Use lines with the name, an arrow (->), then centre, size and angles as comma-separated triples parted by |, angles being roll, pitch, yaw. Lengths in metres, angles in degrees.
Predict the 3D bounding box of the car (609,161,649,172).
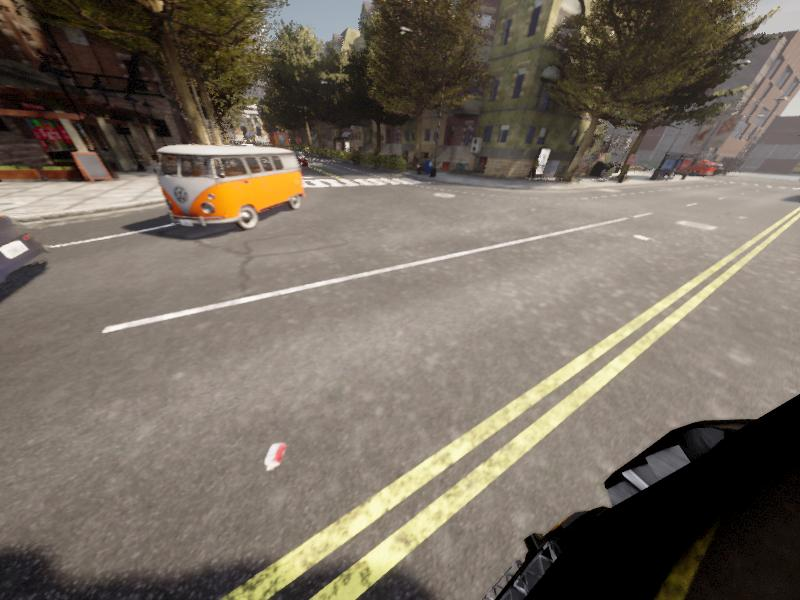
car -> 46.824, -27.451, 47.404 | 1.801, 1.575, 5.366 | -16, 38, -26

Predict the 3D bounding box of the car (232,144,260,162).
car -> -18.035, -17.176, 26.983 | 2.231, 1.521, 4.892 | -16, 38, -26

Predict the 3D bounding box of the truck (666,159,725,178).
truck -> 50.945, -22.896, 40.050 | 2.627, 2.467, 5.204 | -4, 34, -11

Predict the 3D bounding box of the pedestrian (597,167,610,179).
pedestrian -> 22.330, -13.996, 25.375 | 0.500, 1.100, 0.500 | -16, 38, -26

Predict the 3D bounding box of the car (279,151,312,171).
car -> -9.902, -13.119, 21.679 | 1.895, 1.301, 4.718 | -16, 38, -26

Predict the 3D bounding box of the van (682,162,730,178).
van -> 54.917, -23.406, 41.522 | 2.069, 2.038, 4.480 | -16, 38, -26

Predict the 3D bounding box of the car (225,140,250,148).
car -> -44.652, -42.986, 63.593 | 1.837, 1.490, 4.892 | 26, 40, 31

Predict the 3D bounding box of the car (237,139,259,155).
car -> -24.592, -24.747, 37.309 | 2.435, 2.045, 5.566 | -16, 38, -26

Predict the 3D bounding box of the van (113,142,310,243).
van -> -4.806, -3.548, 7.092 | 1.775, 1.987, 4.442 | 7, 34, 6

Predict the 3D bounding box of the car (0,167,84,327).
car -> -7.843, -0.256, 2.241 | 5.027, 1.651, 2.152 | -16, 38, -26

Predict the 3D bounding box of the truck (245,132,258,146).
truck -> -54.741, -59.085, 84.860 | 2.891, 3.827, 8.468 | -16, 38, -26

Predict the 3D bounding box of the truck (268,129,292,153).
truck -> -26.076, -34.304, 49.923 | 2.891, 3.827, 8.468 | -16, 38, -26

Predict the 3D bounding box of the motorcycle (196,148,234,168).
motorcycle -> -14.698, -11.298, 18.418 | 0.803, 1.145, 2.033 | 28, 40, 17

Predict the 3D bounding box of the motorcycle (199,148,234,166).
motorcycle -> -15.144, -11.880, 19.182 | 0.856, 1.236, 1.805 | 20, 37, 23

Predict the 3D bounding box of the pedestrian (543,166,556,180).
pedestrian -> 13.813, -11.765, 21.360 | 0.500, 1.100, 0.500 | -16, 38, -26

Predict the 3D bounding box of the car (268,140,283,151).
car -> -30.829, -38.241, 57.064 | 2.150, 2.045, 5.566 | -16, 38, -26

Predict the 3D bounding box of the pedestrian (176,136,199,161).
pedestrian -> -19.548, -13.892, 21.255 | 0.751, 1.860, 0.751 | -7, 35, -15

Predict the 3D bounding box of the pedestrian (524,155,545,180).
pedestrian -> 11.733, -11.572, 20.222 | 0.751, 1.860, 0.751 | -3, 34, -9

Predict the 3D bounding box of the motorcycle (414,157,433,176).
motorcycle -> 2.158, -12.026, 20.759 | 0.764, 1.277, 2.356 | 11, 33, 29

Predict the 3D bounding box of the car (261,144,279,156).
car -> -21.687, -24.989, 38.406 | 1.970, 1.475, 3.806 | -16, 38, -26

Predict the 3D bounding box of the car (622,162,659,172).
car -> 50.247, -27.869, 48.388 | 2.128, 1.511, 4.902 | -16, 38, -26
